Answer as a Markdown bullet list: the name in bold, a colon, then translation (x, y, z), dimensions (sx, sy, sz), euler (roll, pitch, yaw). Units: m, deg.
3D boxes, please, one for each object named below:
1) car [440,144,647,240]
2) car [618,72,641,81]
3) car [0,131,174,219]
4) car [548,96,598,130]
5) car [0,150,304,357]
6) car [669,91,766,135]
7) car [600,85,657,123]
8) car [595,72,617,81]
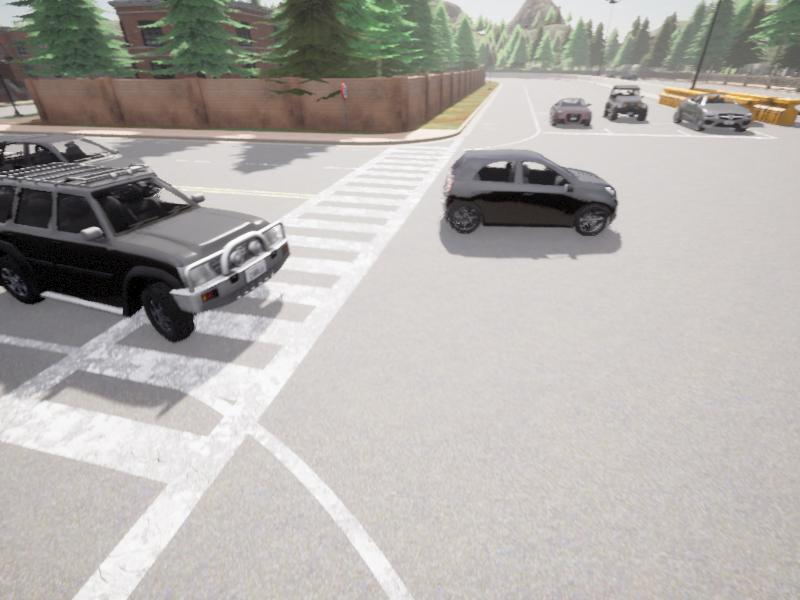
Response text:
- **car**: translation (2.706, -2.361, 8.502), dimensions (3.633, 1.501, 1.845), euler (2, 31, 4)
- **car**: translation (46.441, -45.146, 80.915), dimensions (1.837, 1.490, 4.892), euler (0, 30, 1)
- **car**: translation (-8.360, -3.284, 10.219), dimensions (3.988, 1.617, 1.851), euler (7, 31, 12)
- **car**: translation (9.881, -10.928, 23.185), dimensions (1.994, 1.385, 4.181), euler (7, 31, 13)
- **car**: translation (-4.044, -0.953, 5.876), dimensions (4.605, 1.855, 1.932), euler (10, 31, 18)
- **car**: translation (16.583, -10.069, 21.335), dimensions (2.152, 1.651, 5.027), euler (7, 31, 13)
- **car**: translation (14.012, -12.229, 24.818), dimensions (1.905, 1.878, 3.866), euler (7, 31, 13)
- **car**: translation (43.053, -46.703, 83.560), dimensions (2.038, 1.542, 4.974), euler (0, 30, 1)
